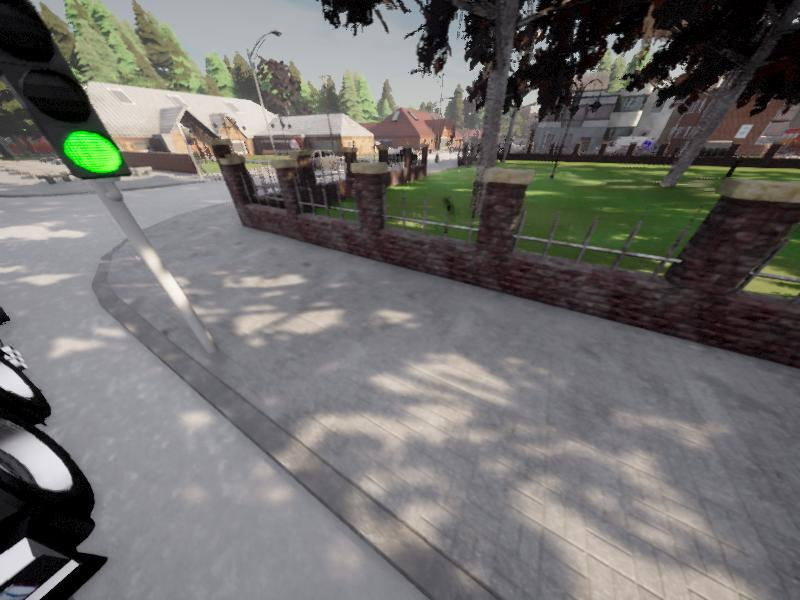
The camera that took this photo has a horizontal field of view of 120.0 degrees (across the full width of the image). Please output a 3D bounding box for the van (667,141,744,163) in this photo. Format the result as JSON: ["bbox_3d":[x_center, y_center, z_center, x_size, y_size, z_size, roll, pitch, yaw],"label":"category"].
[{"bbox_3d":[33.642,-16.516,25.696,4.442,1.987,1.775,17,38,23],"label":"van"}]

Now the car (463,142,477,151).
[{"bbox_3d":[16.406,-35.688,53.739,1.851,1.617,3.988,18,39,25],"label":"car"}]

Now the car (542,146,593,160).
[{"bbox_3d":[22.636,-20.072,31.426,5.357,1.411,2.033,19,39,26],"label":"car"}]

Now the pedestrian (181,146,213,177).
[{"bbox_3d":[-14.389,-9.853,16.433,0.751,1.860,0.751,2,35,4],"label":"pedestrian"}]

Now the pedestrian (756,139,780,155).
[{"bbox_3d":[53.066,-22.049,33.340,0.751,1.860,0.751,12,37,17],"label":"pedestrian"}]

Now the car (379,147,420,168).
[{"bbox_3d":[0.075,-14.894,24.068,1.882,1.535,5.008,18,39,25],"label":"car"}]

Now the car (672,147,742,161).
[{"bbox_3d":[36.897,-17.721,28.002,4.718,1.301,1.895,20,40,27],"label":"car"}]

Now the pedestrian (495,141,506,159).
[{"bbox_3d":[13.243,-19.803,30.495,0.751,1.860,0.751,18,39,24],"label":"pedestrian"}]

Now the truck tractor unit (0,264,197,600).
[{"bbox_3d":[-5.113,-0.297,0.789,6.516,4.208,3.053,18,39,24],"label":"truck tractor unit"}]

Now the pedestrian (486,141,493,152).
[{"bbox_3d":[17.597,-30.098,45.272,0.751,1.860,0.751,25,42,31],"label":"pedestrian"}]

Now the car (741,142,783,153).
[{"bbox_3d":[64.863,-27.467,41.563,2.128,1.511,4.902,18,39,24],"label":"car"}]

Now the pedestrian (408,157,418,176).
[{"bbox_3d":[0.959,-9.667,16.704,0.500,1.100,0.500,18,39,24],"label":"pedestrian"}]

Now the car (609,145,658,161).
[{"bbox_3d":[28.481,-18.061,28.364,3.633,1.501,1.845,17,38,23],"label":"car"}]

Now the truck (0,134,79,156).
[{"bbox_3d":[-79.824,-34.546,51.422,2.891,3.827,8.468,18,39,24],"label":"truck"}]

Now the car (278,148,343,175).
[{"bbox_3d":[-7.455,-11.966,19.813,2.242,1.667,4.611,18,39,25],"label":"car"}]

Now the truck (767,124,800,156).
[{"bbox_3d":[59.453,-23.055,33.248,2.891,3.827,8.468,18,39,25],"label":"truck"}]

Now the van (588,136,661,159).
[{"bbox_3d":[29.999,-20.668,31.310,6.366,2.431,2.351,18,39,24],"label":"van"}]
